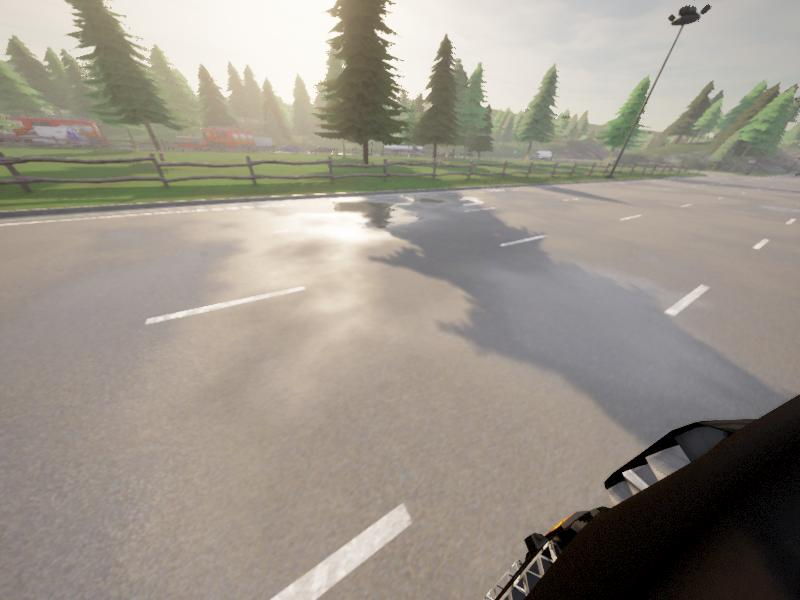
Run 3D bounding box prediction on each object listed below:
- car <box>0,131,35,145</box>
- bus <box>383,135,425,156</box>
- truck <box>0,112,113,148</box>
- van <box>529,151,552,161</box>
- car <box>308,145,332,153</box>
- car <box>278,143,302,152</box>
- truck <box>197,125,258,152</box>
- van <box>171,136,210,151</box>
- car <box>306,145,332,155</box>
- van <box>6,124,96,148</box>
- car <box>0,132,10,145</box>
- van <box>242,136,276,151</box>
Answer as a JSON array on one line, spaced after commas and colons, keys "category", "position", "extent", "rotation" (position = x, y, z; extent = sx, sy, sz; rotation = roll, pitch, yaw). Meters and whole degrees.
[{"category": "car", "position": [-60.198, -24.488, 34.772], "extent": [5.027, 1.651, 2.152], "rotation": [-16, 38, -26]}, {"category": "bus", "position": [1.069, -40.649, 61.003], "extent": [10.273, 4.253, 3.944], "rotation": [-16, 38, -26]}, {"category": "truck", "position": [-51.481, -25.635, 35.126], "extent": [8.468, 3.827, 2.891], "rotation": [-16, 38, -25]}, {"category": "van", "position": [45.475, -46.722, 74.807], "extent": [5.915, 2.561, 1.988], "rotation": [17, 36, 20]}, {"category": "car", "position": [-19.034, -36.142, 55.260], "extent": [5.008, 1.535, 1.882], "rotation": [-16, 38, -26]}, {"category": "car", "position": [-24.912, -34.450, 52.310], "extent": [4.514, 1.525, 2.007], "rotation": [-17, 38, -26]}, {"category": "truck", "position": [-32.769, -30.945, 44.429], "extent": [8.468, 3.827, 2.891], "rotation": [-16, 38, -26]}, {"category": "van", "position": [-36.098, -27.004, 39.947], "extent": [4.442, 1.987, 1.775], "rotation": [-16, 38, -26]}, {"category": "car", "position": [-17.260, -32.150, 49.454], "extent": [4.892, 1.490, 1.837], "rotation": [-15, 38, -26]}, {"category": "van", "position": [-49.533, -23.371, 33.145], "extent": [6.366, 2.431, 2.351], "rotation": [-16, 38, -25]}, {"category": "car", "position": [-58.823, -22.637, 32.113], "extent": [3.988, 1.617, 1.851], "rotation": [-16, 38, -26]}, {"category": "van", "position": [-31.688, -35.219, 52.024], "extent": [5.915, 2.561, 1.988], "rotation": [-16, 38, -26]}]
